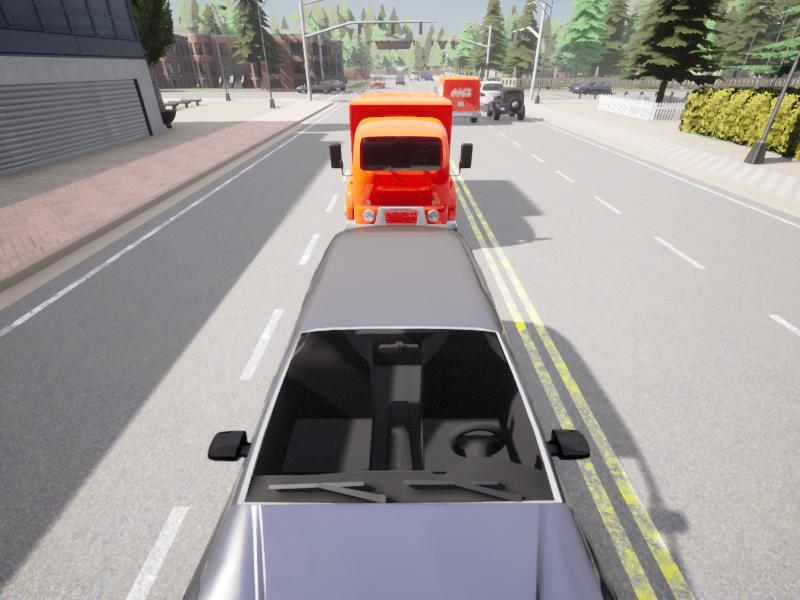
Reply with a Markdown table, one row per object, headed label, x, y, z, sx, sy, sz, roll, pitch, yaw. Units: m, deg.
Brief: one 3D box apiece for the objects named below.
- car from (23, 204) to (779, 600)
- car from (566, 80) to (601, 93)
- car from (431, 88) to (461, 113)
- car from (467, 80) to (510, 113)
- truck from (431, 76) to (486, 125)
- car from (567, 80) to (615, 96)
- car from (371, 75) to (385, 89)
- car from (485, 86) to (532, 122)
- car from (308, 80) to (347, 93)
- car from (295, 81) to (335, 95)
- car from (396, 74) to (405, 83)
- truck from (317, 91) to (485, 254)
| label | x | y | z | sx | sy | sz | roll | pitch | yaw |
| --- | --- | --- | --- | --- | --- | --- | --- | --- | --- |
| car | -0.007 | 0.768 | 3.057 | 2.242 | 1.667 | 4.611 | 0 | 30 | 0 |
| car | 24.096 | -28.132 | 52.649 | 3.633 | 1.501 | 1.845 | 0 | 30 | 0 |
| car | 3.526 | -15.618 | 31.252 | 1.845 | 1.501 | 3.633 | 0 | 30 | 0 |
| car | 7.023 | -16.593 | 32.411 | 2.150 | 2.045 | 5.566 | 0 | 30 | 0 |
| truck | 3.525 | -12.745 | 25.394 | 2.627 | 2.467 | 5.204 | 0 | 30 | 0 |
| car | 23.670 | -26.353 | 49.634 | 4.611 | 1.667 | 2.242 | 0 | 30 | 0 |
| car | -3.457 | -34.788 | 63.831 | 2.097 | 1.767 | 4.553 | 0 | 30 | 0 |
| car | 7.023 | -12.957 | 26.336 | 1.905 | 1.878 | 3.866 | 0 | 30 | 0 |
| car | -9.541 | -28.339 | 53.093 | 4.792 | 1.488 | 2.163 | 0 | 30 | 0 |
| car | -10.621 | -26.560 | 50.069 | 4.514 | 1.525 | 2.007 | 0 | 30 | 0 |
| car | 0.055 | -47.363 | 85.618 | 1.882 | 1.535 | 5.008 | 0 | 30 | 0 |
| truck | 0.009 | -3.248 | 9.134 | 2.627 | 2.467 | 5.204 | 0 | 30 | 0 |
